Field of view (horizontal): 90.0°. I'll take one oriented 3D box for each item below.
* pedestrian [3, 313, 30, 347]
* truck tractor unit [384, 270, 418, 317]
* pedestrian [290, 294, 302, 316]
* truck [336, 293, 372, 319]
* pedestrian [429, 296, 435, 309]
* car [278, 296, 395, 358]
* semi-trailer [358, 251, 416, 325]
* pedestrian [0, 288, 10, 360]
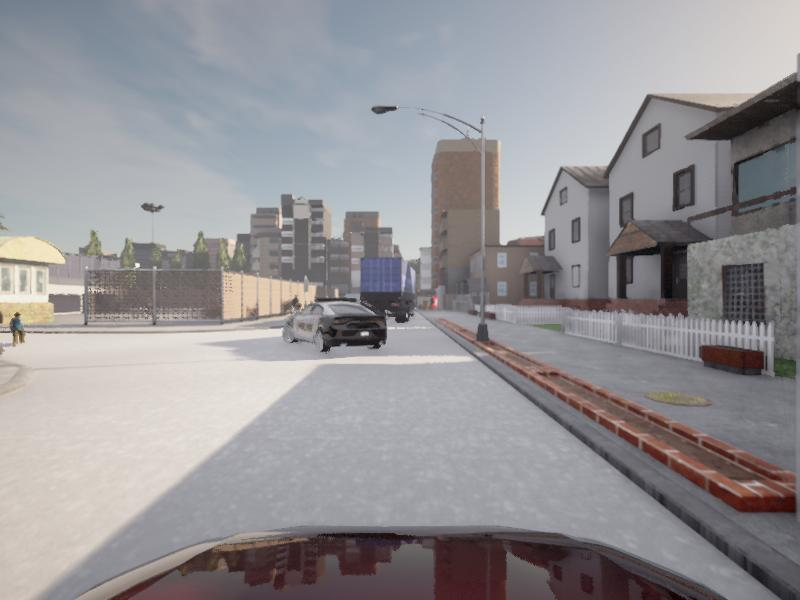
[{"bbox_3d":[-12.840,0.982,13.403,0.500,1.100,0.500,0,0,-22],"label":"pedestrian"},{"bbox_3d":[0.075,-0.617,38.838,3.053,4.208,6.516,0,0,0],"label":"truck tractor unit"},{"bbox_3d":[-9.049,0.443,34.720,0.751,1.860,0.751,0,0,11],"label":"pedestrian"},{"bbox_3d":[-3.929,0.450,35.436,2.390,2.098,6.274,0,0,0],"label":"truck"},{"bbox_3d":[4.662,0.373,57.997,0.751,1.860,0.751,0,0,-7],"label":"pedestrian"},{"bbox_3d":[-2.364,0.736,13.330,1.930,1.638,5.238,1,-1,-32],"label":"car"},{"bbox_3d":[-0.479,-0.698,30.952,2.717,4.402,14.254,0,0,5],"label":"semi-trailer"},{"bbox_3d":[-10.657,0.610,10.203,0.751,1.860,0.751,0,0,16],"label":"pedestrian"}]
